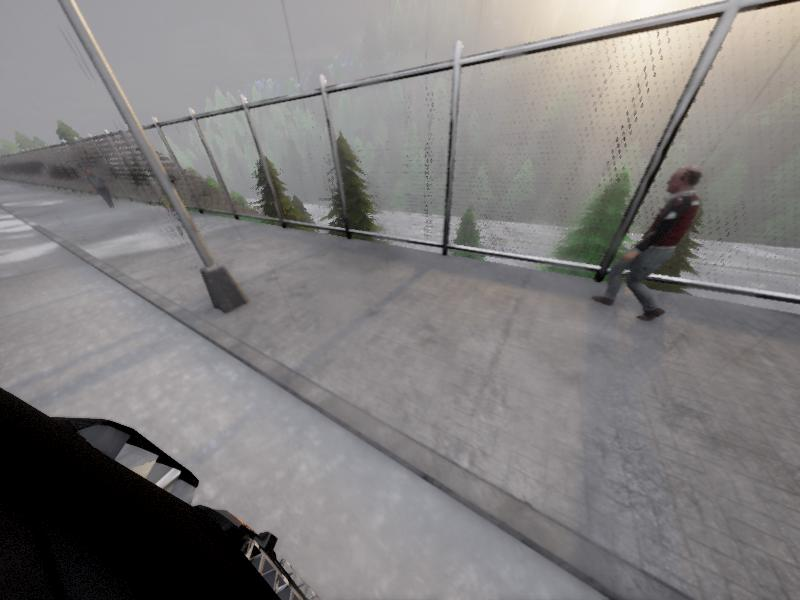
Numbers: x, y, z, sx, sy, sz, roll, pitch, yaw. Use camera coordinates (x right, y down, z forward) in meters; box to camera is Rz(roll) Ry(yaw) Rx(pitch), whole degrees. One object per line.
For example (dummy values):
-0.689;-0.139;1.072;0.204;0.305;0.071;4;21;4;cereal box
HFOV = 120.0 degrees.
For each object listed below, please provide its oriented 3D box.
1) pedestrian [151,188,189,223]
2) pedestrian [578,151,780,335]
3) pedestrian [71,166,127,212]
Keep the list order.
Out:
-8.646;-3.569;8.717;0.500;1.100;0.500;17;39;28;pedestrian
3.049;-0.642;2.747;0.751;1.860;0.751;-26;40;-30;pedestrian
-14.454;-5.353;11.150;0.751;1.860;0.751;18;39;28;pedestrian
